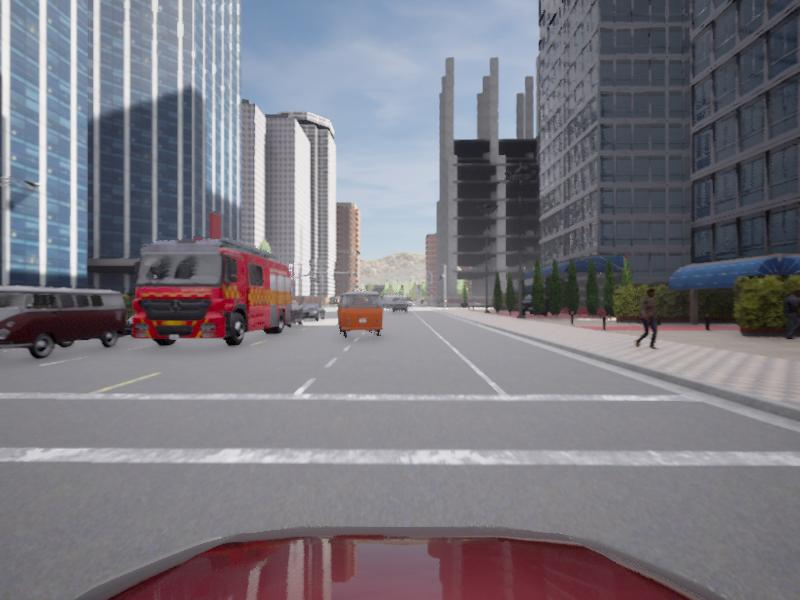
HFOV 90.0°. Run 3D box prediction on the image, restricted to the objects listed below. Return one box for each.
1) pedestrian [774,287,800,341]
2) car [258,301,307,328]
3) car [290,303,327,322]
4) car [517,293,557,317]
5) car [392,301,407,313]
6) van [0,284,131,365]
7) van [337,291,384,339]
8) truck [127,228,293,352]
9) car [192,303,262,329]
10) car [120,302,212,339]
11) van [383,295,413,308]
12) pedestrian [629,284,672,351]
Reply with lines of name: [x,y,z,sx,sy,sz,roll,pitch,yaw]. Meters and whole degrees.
pedestrian: [13.836,0.486,14.086,0.751,1.860,0.751,0,0,24]
car: [-7.001,0.835,24.193,1.845,1.501,3.633,0,0,0]
car: [-7.007,0.918,31.141,1.994,1.385,4.181,0,0,0]
car: [13.121,0.416,38.033,2.390,2.098,6.274,0,0,31]
car: [-0.009,0.864,51.090,1.837,1.490,4.892,0,0,0]
van: [-10.499,0.603,12.045,1.775,1.987,4.442,0,0,0]
van: [-1.955,0.605,18.754,1.775,1.987,4.442,0,0,-11]
truck: [-7.006,-0.315,16.627,2.891,3.827,8.468,0,0,0]
car: [-10.502,0.904,24.798,2.033,1.411,5.357,0,0,0]
car: [-10.498,0.860,18.342,1.970,1.475,3.806,0,0,0]
van: [-0.325,0.329,79.746,5.915,2.561,1.988,0,0,0]
pedestrian: [7.226,0.489,11.584,0.751,1.860,0.751,0,0,-10]
